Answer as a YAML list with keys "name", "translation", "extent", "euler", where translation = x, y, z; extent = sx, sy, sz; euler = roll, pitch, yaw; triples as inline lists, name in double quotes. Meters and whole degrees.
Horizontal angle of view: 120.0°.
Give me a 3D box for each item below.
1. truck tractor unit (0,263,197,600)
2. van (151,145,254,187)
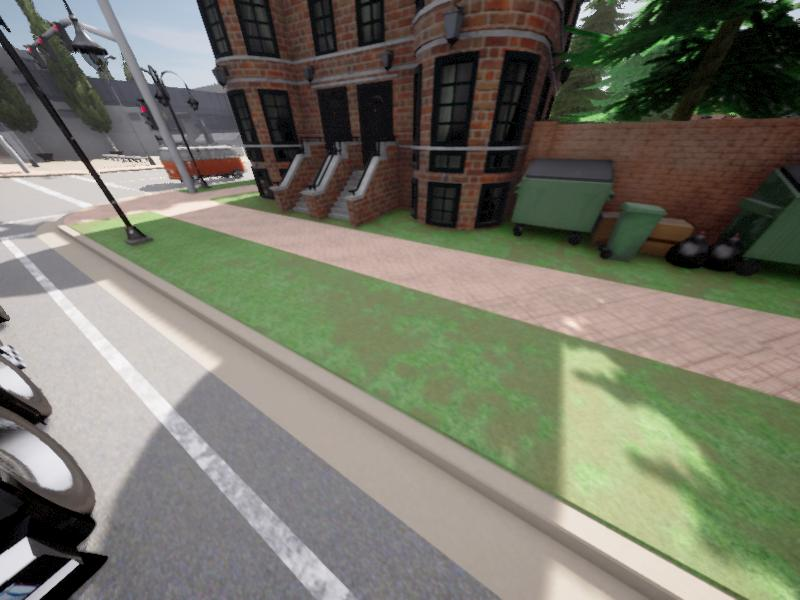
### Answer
- name: "truck tractor unit"
  translation: [-5.111, -0.301, 0.780]
  extent: [6.516, 4.208, 3.053]
  euler: [18, 39, 24]
- name: "van"
  translation: [-12.520, -8.902, 15.128]
  extent: [1.775, 1.987, 4.442]
  euler: [16, 38, 22]
